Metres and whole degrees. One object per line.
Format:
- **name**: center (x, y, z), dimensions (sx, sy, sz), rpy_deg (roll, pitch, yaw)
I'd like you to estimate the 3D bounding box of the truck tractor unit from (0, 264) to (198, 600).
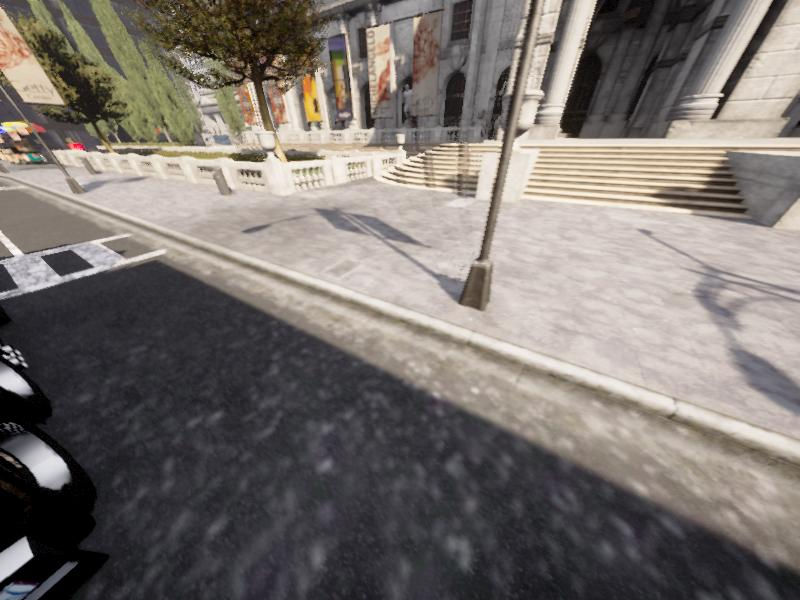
- **truck tractor unit**: center (-5.119, -0.290, 0.783), dimensions (6.516, 4.208, 3.053), rpy_deg (18, 39, 24)
